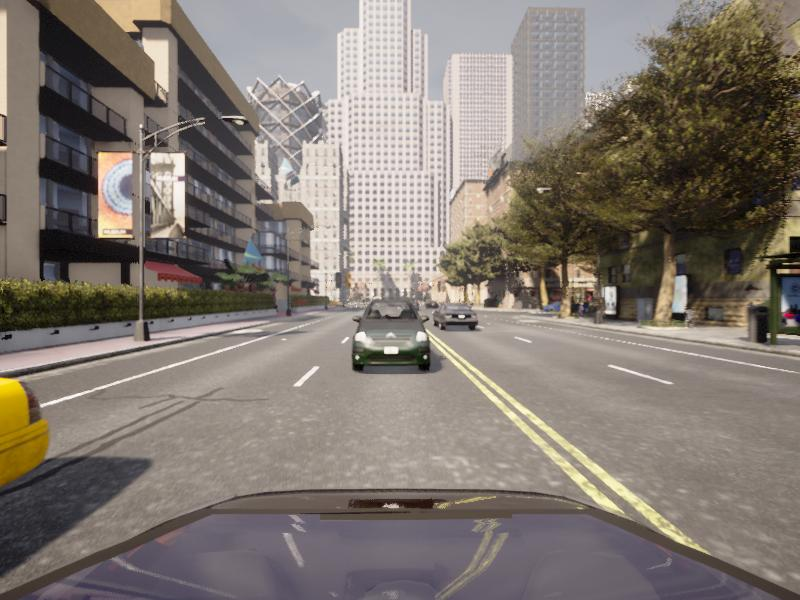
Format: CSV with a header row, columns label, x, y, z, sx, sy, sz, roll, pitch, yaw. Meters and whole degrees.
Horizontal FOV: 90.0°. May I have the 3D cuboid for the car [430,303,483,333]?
label,x,y,z,sx,sy,sz,roll,pitch,yaw
car,2.931,0.866,22.008,2.033,1.411,5.357,0,0,-2

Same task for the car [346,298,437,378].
label,x,y,z,sx,sy,sz,roll,pitch,yaw
car,-0.232,0.776,10.102,1.851,1.617,3.988,0,0,-2

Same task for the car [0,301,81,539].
label,x,y,z,sx,sy,sz,roll,pitch,yaw
car,-3.535,0.802,0.635,1.801,1.575,5.366,0,0,0

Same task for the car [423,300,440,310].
label,x,y,z,sx,sy,sz,roll,pitch,yaw
car,5.156,0.770,66.128,2.163,1.488,4.792,0,0,-2

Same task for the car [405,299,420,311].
label,x,y,z,sx,sy,sz,roll,pitch,yaw
car,1.806,0.705,60.658,2.033,1.649,4.856,0,0,-2

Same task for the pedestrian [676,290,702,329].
label,x,y,z,sx,sy,sz,roll,pitch,yaw
pedestrian,14.300,0.453,19.783,0.751,1.860,0.751,0,0,1

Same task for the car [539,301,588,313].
label,x,y,z,sx,sy,sz,roll,pitch,yaw
car,20.235,0.824,49.669,5.357,1.411,2.033,0,0,4
